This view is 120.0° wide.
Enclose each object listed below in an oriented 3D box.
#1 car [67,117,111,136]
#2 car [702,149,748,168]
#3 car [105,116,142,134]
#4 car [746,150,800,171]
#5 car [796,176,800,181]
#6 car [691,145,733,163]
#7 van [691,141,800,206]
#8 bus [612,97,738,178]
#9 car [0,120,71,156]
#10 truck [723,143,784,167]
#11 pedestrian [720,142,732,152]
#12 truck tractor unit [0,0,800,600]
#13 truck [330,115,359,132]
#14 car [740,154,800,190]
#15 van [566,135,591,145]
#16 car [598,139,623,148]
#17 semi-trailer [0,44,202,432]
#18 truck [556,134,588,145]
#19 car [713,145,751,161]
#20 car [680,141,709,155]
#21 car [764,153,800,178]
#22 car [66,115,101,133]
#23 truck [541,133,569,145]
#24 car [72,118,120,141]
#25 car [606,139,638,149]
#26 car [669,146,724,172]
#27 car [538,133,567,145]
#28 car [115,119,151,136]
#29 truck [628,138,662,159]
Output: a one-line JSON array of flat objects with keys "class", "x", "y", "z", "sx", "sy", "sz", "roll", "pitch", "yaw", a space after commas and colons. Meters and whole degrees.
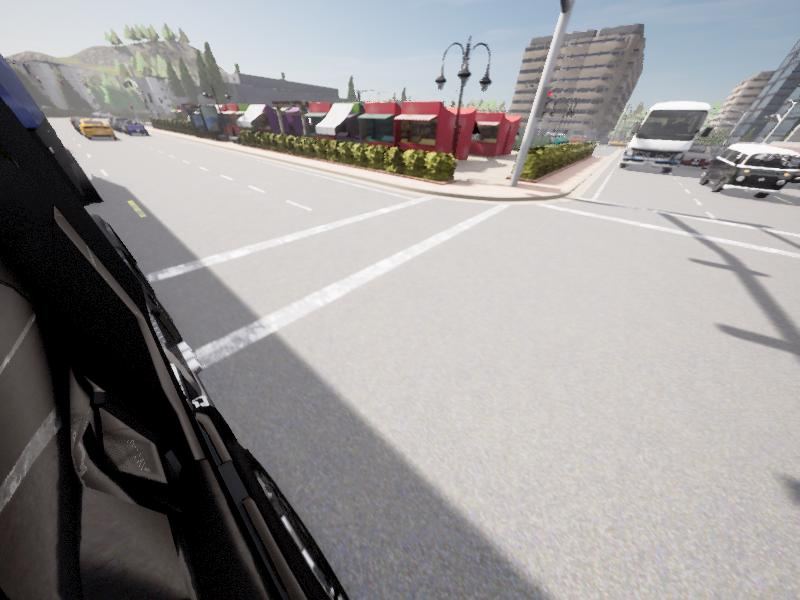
[{"class": "car", "x": -34.069, "y": -18.992, "z": 25.290, "sx": 4.792, "sy": 1.488, "sz": 2.163, "roll": 28, "pitch": 44, "yaw": 30}, {"class": "car", "x": 36.289, "y": -15.988, "z": 25.972, "sx": 1.994, "sy": 1.385, "sz": 4.181, "roll": 28, "pitch": 44, "yaw": 30}, {"class": "car", "x": -36.427, "y": -23.086, "z": 30.426, "sx": 4.856, "sy": 1.649, "sz": 2.033, "roll": 29, "pitch": 44, "yaw": 30}, {"class": "car", "x": 39.150, "y": -14.741, "z": 24.357, "sx": 1.789, "sy": 1.549, "sz": 3.705, "roll": 28, "pitch": 44, "yaw": 29}, {"class": "car", "x": 30.614, "y": -8.846, "z": 15.954, "sx": 1.851, "sy": 1.617, "sz": 3.988, "roll": 28, "pitch": 44, "yaw": 29}, {"class": "car", "x": 40.907, "y": -19.287, "z": 30.428, "sx": 2.152, "sy": 1.651, "sz": 5.027, "roll": 28, "pitch": 44, "yaw": 29}, {"class": "van", "x": 17.508, "y": -6.579, "z": 11.702, "sx": 2.069, "sy": 2.038, "sz": 4.480, "roll": 25, "pitch": 45, "yaw": 26}, {"class": "bus", "x": 21.297, "y": -13.191, "z": 18.891, "sx": 3.944, "sy": 4.253, "sz": 10.273, "roll": 28, "pitch": 44, "yaw": 29}, {"class": "car", "x": -22.498, "y": -9.944, "z": 14.093, "sx": 4.792, "sy": 1.488, "sz": 2.163, "roll": 28, "pitch": 44, "yaw": 30}, {"class": "truck", "x": 44.114, "y": -18.392, "z": 29.062, "sx": 2.390, "sy": 2.098, "sz": 6.274, "roll": 28, "pitch": 44, "yaw": 29}, {"class": "pedestrian", "x": 80.183, "y": -37.700, "z": 56.881, "sx": 0.751, "sy": 1.860, "sz": 0.751, "roll": 30, "pitch": 45, "yaw": 31}, {"class": "truck tractor unit", "x": -2.645, "y": -0.295, "z": 0.351, "sx": 6.516, "sy": 4.208, "sz": 3.053, "roll": 28, "pitch": 44, "yaw": 30}, {"class": "truck", "x": -16.971, "y": -54.826, "z": 71.858, "sx": 2.891, "sy": 3.827, "sz": 8.468, "roll": 29, "pitch": 44, "yaw": 31}, {"class": "car", "x": 25.323, "y": -8.452, "z": 15.163, "sx": 2.128, "sy": 1.511, "sz": 4.902, "roll": 28, "pitch": 44, "yaw": 30}, {"class": "van", "x": 46.358, "y": -41.594, "z": 60.072, "sx": 4.442, "sy": 1.987, "sz": 1.775, "roll": 28, "pitch": 44, "yaw": 30}, {"class": "car", "x": 53.764, "y": -40.176, "z": 59.130, "sx": 4.514, "sy": 1.525, "sz": 2.007, "roll": 24, "pitch": 42, "yaw": 26}, {"class": "semi-trailer", "x": -8.689, "y": -3.626, "z": 4.213, "sx": 14.254, "sy": 4.402, "sz": 2.717, "roll": 28, "pitch": 44, "yaw": 30}, {"class": "truck", "x": 47.030, "y": -44.035, "z": 63.248, "sx": 6.274, "sy": 2.098, "sz": 2.390, "roll": 28, "pitch": 44, "yaw": 30}, {"class": "car", "x": 49.873, "y": -22.207, "z": 34.867, "sx": 1.930, "sy": 1.638, "sz": 5.238, "roll": 28, "pitch": 44, "yaw": 29}, {"class": "car", "x": 50.698, "y": -26.262, "z": 39.885, "sx": 1.932, "sy": 1.855, "sz": 4.605, "roll": 28, "pitch": 44, "yaw": 29}, {"class": "car", "x": 34.823, "y": -11.742, "z": 20.120, "sx": 1.882, "sy": 1.535, "sz": 5.008, "roll": 28, "pitch": 44, "yaw": 30}, {"class": "car", "x": -39.292, "y": -21.838, "z": 28.661, "sx": 5.008, "sy": 1.535, "sz": 1.882, "roll": 28, "pitch": 44, "yaw": 30}, {"class": "truck", "x": 35.194, "y": -36.626, "z": 52.441, "sx": 4.478, "sy": 2.038, "sz": 2.069, "roll": 28, "pitch": 44, "yaw": 30}, {"class": "car", "x": -28.921, "y": -16.248, "z": 21.955, "sx": 5.008, "sy": 1.535, "sz": 1.882, "roll": 28, "pitch": 44, "yaw": 29}, {"class": "car", "x": 53.461, "y": -37.589, "z": 55.616, "sx": 5.366, "sy": 1.575, "sz": 1.801, "roll": 28, "pitch": 44, "yaw": 30}, {"class": "car", "x": 27.632, "y": -13.384, "z": 21.745, "sx": 2.152, "sy": 1.651, "sz": 5.027, "roll": 28, "pitch": 44, "yaw": 29}, {"class": "car", "x": 33.377, "y": -35.247, "z": 50.654, "sx": 4.605, "sy": 1.855, "sz": 1.932, "roll": 28, "pitch": 44, "yaw": 30}, {"class": "car", "x": -31.445, "y": -20.322, "z": 27.228, "sx": 4.193, "sy": 1.474, "sz": 1.816, "roll": 28, "pitch": 44, "yaw": 30}, {"class": "truck", "x": 33.869, "y": -21.189, "z": 32.081, "sx": 2.390, "sy": 2.098, "sz": 6.274, "roll": 28, "pitch": 44, "yaw": 29}]
